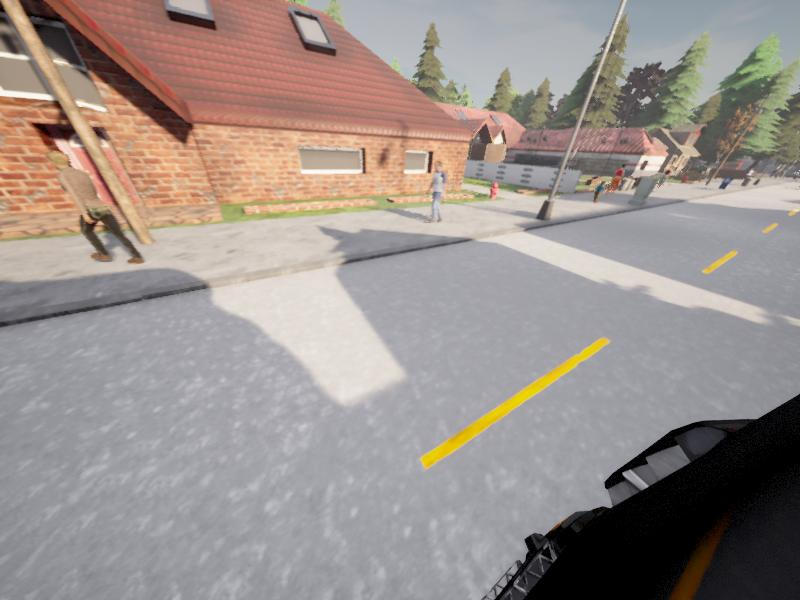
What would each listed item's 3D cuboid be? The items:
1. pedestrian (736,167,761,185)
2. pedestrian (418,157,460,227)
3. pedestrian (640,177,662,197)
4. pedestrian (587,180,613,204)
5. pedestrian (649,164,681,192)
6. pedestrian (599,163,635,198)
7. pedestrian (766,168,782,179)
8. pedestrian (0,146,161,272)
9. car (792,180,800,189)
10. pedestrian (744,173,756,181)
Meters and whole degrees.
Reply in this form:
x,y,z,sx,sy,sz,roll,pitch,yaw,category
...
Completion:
x,y,z,sx,sy,sz,roll,pitch,yaw,category
43.785,-15.631,29.071,0.751,1.860,0.751,22,38,26,pedestrian
1.181,-3.393,7.306,0.751,1.860,0.751,-16,38,-26,pedestrian
16.966,-7.635,15.618,0.500,1.100,0.500,-19,39,-29,pedestrian
10.534,-5.689,12.183,0.500,1.100,0.500,-17,38,-27,pedestrian
20.643,-9.505,18.041,0.751,1.860,0.751,-15,37,-25,pedestrian
13.521,-7.475,14.426,0.751,1.860,0.751,-16,38,-27,pedestrian
72.838,-24.711,45.028,0.751,1.860,0.751,-14,37,-23,pedestrian
-5.255,-1.484,3.927,0.751,1.860,0.751,1,33,-3,pedestrian
50.566,-13.556,26.833,4.611,1.667,2.242,9,34,9,car
54.743,-19.293,36.142,0.500,1.100,0.500,-16,38,-26,pedestrian
